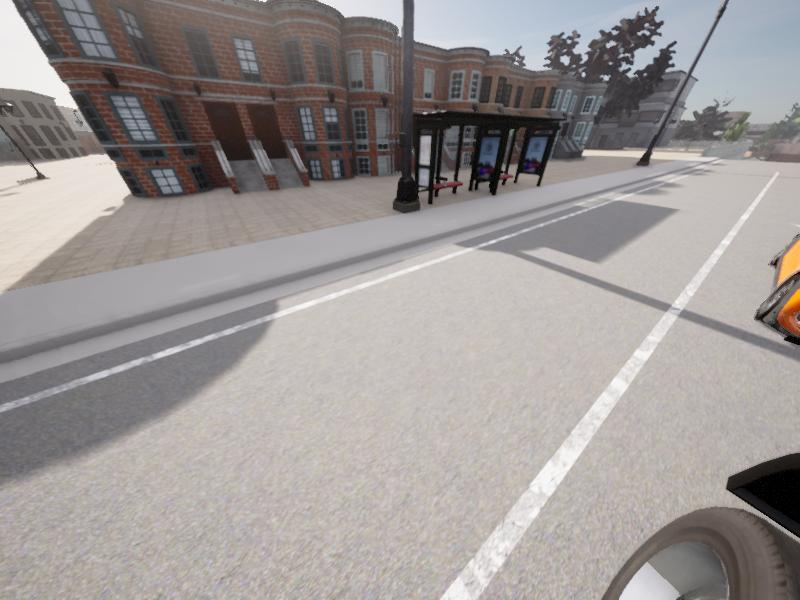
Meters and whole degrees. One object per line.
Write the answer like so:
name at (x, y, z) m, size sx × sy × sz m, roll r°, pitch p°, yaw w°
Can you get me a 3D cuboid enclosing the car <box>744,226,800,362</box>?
car at (7.053, -0.446, 2.931) m, size 4.553 × 1.767 × 2.097 m, roll -22°, pitch 41°, yaw -28°
